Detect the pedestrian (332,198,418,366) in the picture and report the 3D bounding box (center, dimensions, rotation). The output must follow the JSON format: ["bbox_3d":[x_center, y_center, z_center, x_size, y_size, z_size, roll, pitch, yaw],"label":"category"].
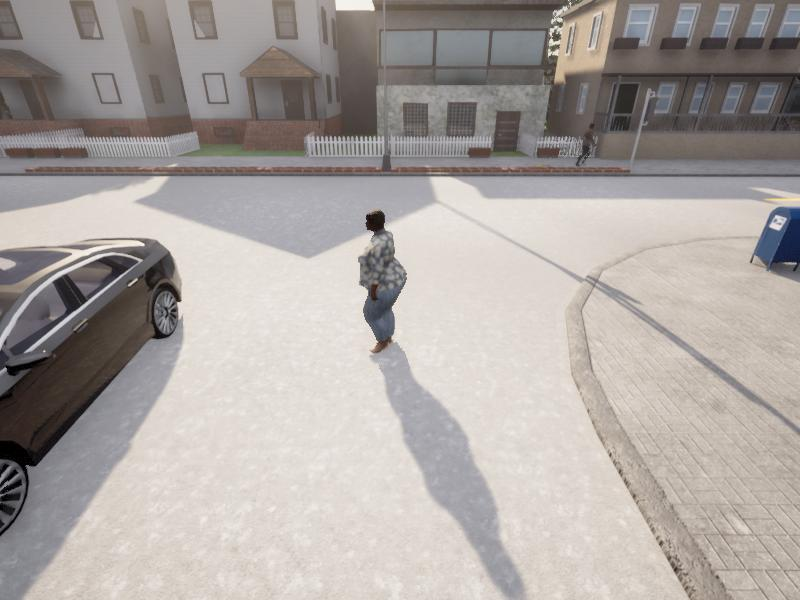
[{"bbox_3d":[-0.261,-0.227,4.966,0.751,1.860,0.751,8,28,16],"label":"pedestrian"}]

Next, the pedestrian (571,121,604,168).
[{"bbox_3d":[8.238,-6.843,17.614,0.751,1.860,0.751,0,27,1],"label":"pedestrian"}]

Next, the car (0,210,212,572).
[{"bbox_3d":[-4.013,0.483,4.022,2.128,1.511,4.902,-2,27,-3],"label":"car"}]
